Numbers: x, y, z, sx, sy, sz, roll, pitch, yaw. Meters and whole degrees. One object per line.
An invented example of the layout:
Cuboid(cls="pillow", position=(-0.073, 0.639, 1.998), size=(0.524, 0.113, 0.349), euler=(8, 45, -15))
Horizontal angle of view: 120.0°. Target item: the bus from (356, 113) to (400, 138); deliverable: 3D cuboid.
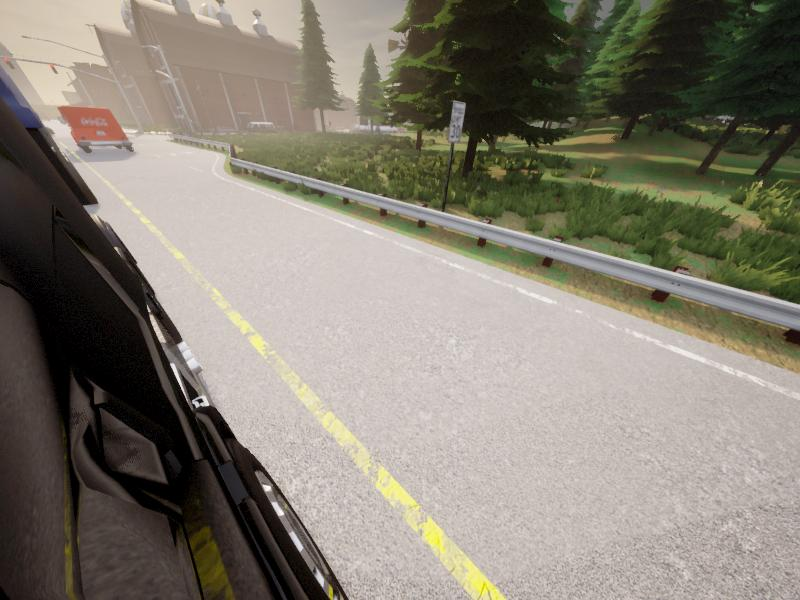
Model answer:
Cuboid(cls="bus", position=(-4.820, -40.445, 53.908), size=(3.944, 4.253, 10.273), euler=(28, 43, 29))

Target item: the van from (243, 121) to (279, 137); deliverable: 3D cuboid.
Cuboid(cls="van", position=(-23.828, -29.450, 39.864), size=(2.069, 2.038, 4.480), euler=(28, 43, 29))

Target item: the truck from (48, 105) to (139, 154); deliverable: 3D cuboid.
Cuboid(cls="truck", position=(-21.580, -12.030, 16.308), size=(5.204, 2.467, 2.627), euler=(27, 43, 29))

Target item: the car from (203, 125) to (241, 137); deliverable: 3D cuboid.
Cuboid(cls="car", position=(-27.757, -26.434, 36.149), size=(1.994, 1.385, 4.181), euler=(27, 43, 29))

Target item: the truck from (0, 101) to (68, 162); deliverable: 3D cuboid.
Cuboid(cls="truck", position=(-21.925, -9.538, 12.954), size=(5.204, 2.467, 2.627), euler=(27, 43, 28))

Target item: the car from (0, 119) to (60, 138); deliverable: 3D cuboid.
Cuboid(cls="car", position=(-38.396, -17.310, 23.261), size=(1.994, 1.385, 4.181), euler=(8, 37, 7))

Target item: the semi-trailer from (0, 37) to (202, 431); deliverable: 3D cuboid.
Cuboid(cls="semi-trailer", position=(-8.745, -3.574, 4.181), size=(14.254, 4.402, 2.717), euler=(28, 43, 29))

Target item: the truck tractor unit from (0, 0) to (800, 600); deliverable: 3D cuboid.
Cuboid(cls="truck tractor unit", position=(-2.645, -0.295, 0.351), size=(6.516, 4.208, 3.053), euler=(28, 44, 30))

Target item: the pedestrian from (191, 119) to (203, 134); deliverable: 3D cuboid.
Cuboid(cls="pedestrian", position=(-32.092, -27.395, 36.456), size=(0.751, 1.860, 0.751), euler=(-25, 45, -32))

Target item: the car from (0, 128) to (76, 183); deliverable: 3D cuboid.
Cuboid(cls="car", position=(-16.061, -6.229, 9.719), size=(4.902, 1.511, 2.128), euler=(27, 43, 29))

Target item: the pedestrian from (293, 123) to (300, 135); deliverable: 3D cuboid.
Cuboid(cls="pedestrian", position=(-21.195, -35.036, 47.353), size=(0.751, 1.860, 0.751), euler=(27, 43, 29))

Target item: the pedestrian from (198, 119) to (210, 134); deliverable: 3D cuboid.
Cuboid(cls="pedestrian", position=(-31.644, -27.990, 37.280), size=(0.751, 1.860, 0.751), euler=(-13, 40, -20))
